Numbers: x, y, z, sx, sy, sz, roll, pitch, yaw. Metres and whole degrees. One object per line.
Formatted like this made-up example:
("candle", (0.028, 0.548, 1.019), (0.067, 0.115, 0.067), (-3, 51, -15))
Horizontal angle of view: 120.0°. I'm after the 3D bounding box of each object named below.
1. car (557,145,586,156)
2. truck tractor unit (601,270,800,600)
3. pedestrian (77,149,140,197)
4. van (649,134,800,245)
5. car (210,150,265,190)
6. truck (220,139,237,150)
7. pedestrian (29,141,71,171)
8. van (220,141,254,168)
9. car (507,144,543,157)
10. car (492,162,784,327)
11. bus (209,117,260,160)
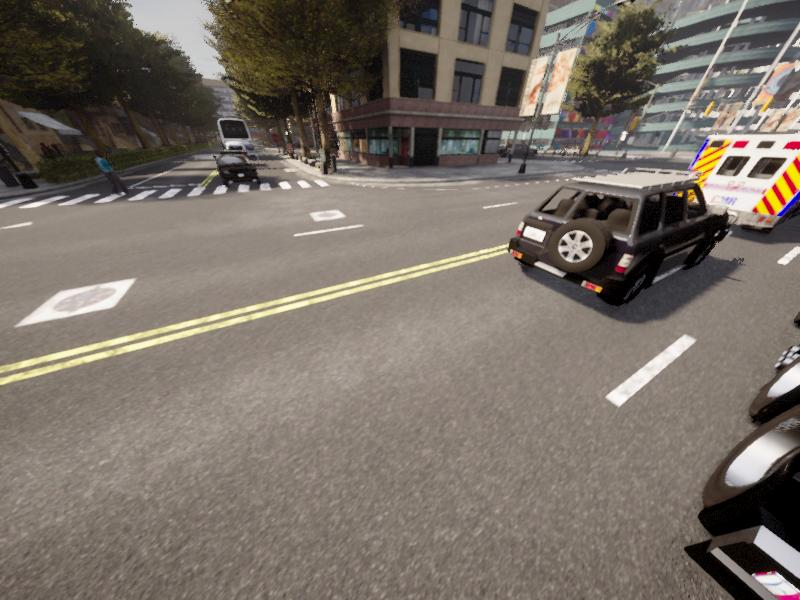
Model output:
("car", (31.510, -27.510, 42.474), (1.845, 1.501, 3.633), (-17, 38, -23))
("truck tractor unit", (5.121, -0.290, 0.768), (6.516, 4.208, 3.053), (-18, 39, -24))
("pedestrian", (-13.046, -5.720, 10.435), (0.751, 1.860, 0.751), (-3, 35, -5))
("van", (11.896, -3.904, 7.594), (6.366, 2.431, 2.351), (-17, 38, -23))
("car", (-10.131, -8.200, 14.260), (1.930, 1.638, 5.238), (-21, 40, -28))
("truck", (-42.319, -38.501, 57.113), (2.390, 2.098, 6.274), (-17, 38, -23))
("pedestrian", (-25.981, -10.696, 17.204), (0.751, 1.860, 0.751), (-21, 40, -27))
("van", (-16.408, -14.913, 23.505), (2.069, 2.038, 4.480), (-17, 39, -23))
("car", (20.850, -25.022, 38.683), (2.242, 1.667, 4.611), (-17, 38, -23))
("car", (4.420, -1.459, 4.494), (4.605, 1.855, 1.932), (-17, 38, -23))
("bus", (-22.887, -22.618, 32.579), (3.944, 4.253, 10.273), (-17, 38, -23))
